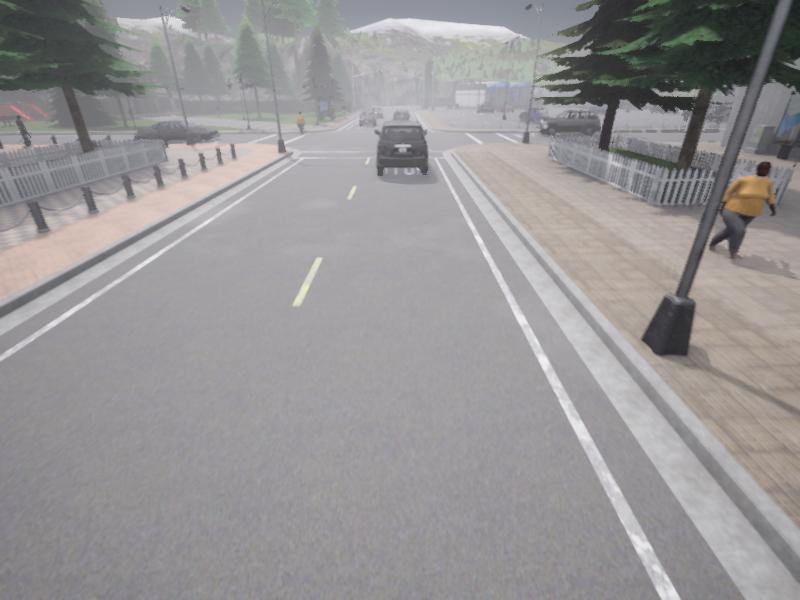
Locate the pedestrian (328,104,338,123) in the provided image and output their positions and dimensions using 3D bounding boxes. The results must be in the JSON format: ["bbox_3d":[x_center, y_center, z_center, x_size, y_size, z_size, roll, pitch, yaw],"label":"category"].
[{"bbox_3d":[-7.602,-21.084,45.170,0.751,1.860,0.751,5,28,10],"label":"pedestrian"}]

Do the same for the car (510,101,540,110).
[{"bbox_3d":[25.373,-39.534,81.217,5.238,1.638,1.930,0,27,1],"label":"car"}]

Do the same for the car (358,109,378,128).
[{"bbox_3d":[-3.327,-19.021,41.840,1.789,1.549,3.705,0,27,0],"label":"car"}]

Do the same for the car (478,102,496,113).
[{"bbox_3d":[14.444,-32.088,66.701,2.007,1.523,4.514,0,27,1],"label":"car"}]

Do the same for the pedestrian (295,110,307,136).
[{"bbox_3d":[-8.033,-14.384,32.501,0.751,1.860,0.751,-6,28,-10],"label":"pedestrian"}]

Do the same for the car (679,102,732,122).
[{"bbox_3d":[32.712,-20.288,43.085,1.932,1.855,4.605,0,27,1],"label":"car"}]

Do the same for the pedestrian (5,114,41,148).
[{"bbox_3d":[-22.989,-10.316,24.420,0.751,1.860,0.751,0,27,1],"label":"pedestrian"}]

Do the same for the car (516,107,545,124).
[{"bbox_3d":[14.133,-20.127,43.580,1.845,1.501,3.633,0,27,1],"label":"car"}]

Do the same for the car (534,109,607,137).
[{"bbox_3d":[13.149,-13.832,31.207,4.605,1.855,1.932,0,27,1],"label":"car"}]

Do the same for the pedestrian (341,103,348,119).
[{"bbox_3d":[-7.255,-24.570,51.927,0.751,1.860,0.751,-4,28,-8],"label":"pedestrian"}]

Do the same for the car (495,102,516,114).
[{"bbox_3d":[17.581,-32.116,66.702,2.152,1.636,5.027,0,27,1],"label":"car"}]

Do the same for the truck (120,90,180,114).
[{"bbox_3d":[-45.461,-36.273,73.282,8.468,3.827,2.891,-13,30,-23],"label":"truck"}]

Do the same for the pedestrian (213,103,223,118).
[{"bbox_3d":[-25.068,-26.073,55.038,0.751,1.860,0.751,-20,33,-33],"label":"pedestrian"}]

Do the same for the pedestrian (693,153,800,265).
[{"bbox_3d":[6.277,-1.664,7.334,0.751,1.860,0.751,2,27,5],"label":"pedestrian"}]

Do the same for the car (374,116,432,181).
[{"bbox_3d":[0.054,-6.889,17.742,2.150,2.045,5.566,-1,28,-1],"label":"car"}]

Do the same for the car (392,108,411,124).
[{"bbox_3d":[0.206,-22.015,47.689,2.163,1.488,4.792,0,27,0],"label":"car"}]

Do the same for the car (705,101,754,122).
[{"bbox_3d":[35.622,-20.492,43.403,1.905,1.878,3.866,0,27,1],"label":"car"}]

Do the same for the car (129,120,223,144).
[{"bbox_3d":[-15.874,-12.050,28.600,5.357,1.411,2.033,0,27,1],"label":"car"}]

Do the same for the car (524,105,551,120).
[{"bbox_3d":[17.204,-23.515,50.140,1.970,1.475,3.806,0,27,1],"label":"car"}]

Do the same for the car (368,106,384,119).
[{"bbox_3d":[-3.288,-26.243,55.932,1.970,1.475,3.806,0,27,0],"label":"car"}]
